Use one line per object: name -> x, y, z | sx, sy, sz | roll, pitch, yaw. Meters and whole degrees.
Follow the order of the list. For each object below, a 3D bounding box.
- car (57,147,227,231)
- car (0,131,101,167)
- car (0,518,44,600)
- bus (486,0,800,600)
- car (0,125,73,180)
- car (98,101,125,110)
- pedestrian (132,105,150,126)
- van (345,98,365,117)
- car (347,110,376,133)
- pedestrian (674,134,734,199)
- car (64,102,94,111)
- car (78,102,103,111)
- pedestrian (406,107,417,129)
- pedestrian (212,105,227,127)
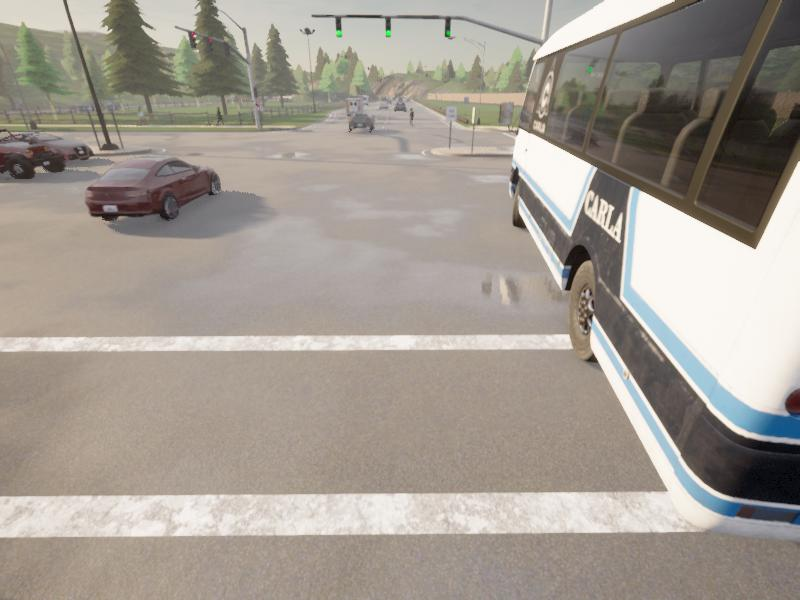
car -> -6.995, -3.406, 11.631 | 1.812, 1.442, 4.674 | 0, 27, 0
car -> -17.467, -7.365, 19.404 | 4.181, 1.385, 1.994 | 1, 27, 2
car -> -3.502, 2.299, 0.634 | 1.994, 1.385, 4.181 | 0, 27, 0
bus -> 3.874, -2.110, 6.048 | 3.944, 4.253, 10.273 | 3, 27, 6
car -> -16.153, -5.981, 16.145 | 3.866, 1.878, 1.905 | 0, 27, 1
car -> -61.041, -41.162, 84.745 | 2.033, 1.649, 4.856 | 0, 27, 0
pedestrian -> -25.759, -18.349, 39.814 | 0.751, 1.860, 0.751 | 2, 27, 4
van -> -6.952, -30.074, 62.352 | 2.351, 2.431, 6.366 | 0, 27, 0
car -> -3.473, -16.436, 36.745 | 2.152, 1.651, 5.027 | 0, 27, 0
pedestrian -> 9.662, -4.259, 12.778 | 0.751, 1.860, 0.751 | -3, 27, -7
car -> -68.041, -41.039, 84.841 | 2.152, 1.651, 5.027 | 0, 27, 0
car -> -64.550, -40.430, 83.450 | 1.851, 1.617, 3.988 | 0, 27, 0
pedestrian -> 1.132, -17.613, 38.711 | 0.751, 1.860, 0.751 | 15, 31, 26
pedestrian -> -17.685, -18.038, 39.209 | 0.751, 1.860, 0.751 | 2, 27, 3
